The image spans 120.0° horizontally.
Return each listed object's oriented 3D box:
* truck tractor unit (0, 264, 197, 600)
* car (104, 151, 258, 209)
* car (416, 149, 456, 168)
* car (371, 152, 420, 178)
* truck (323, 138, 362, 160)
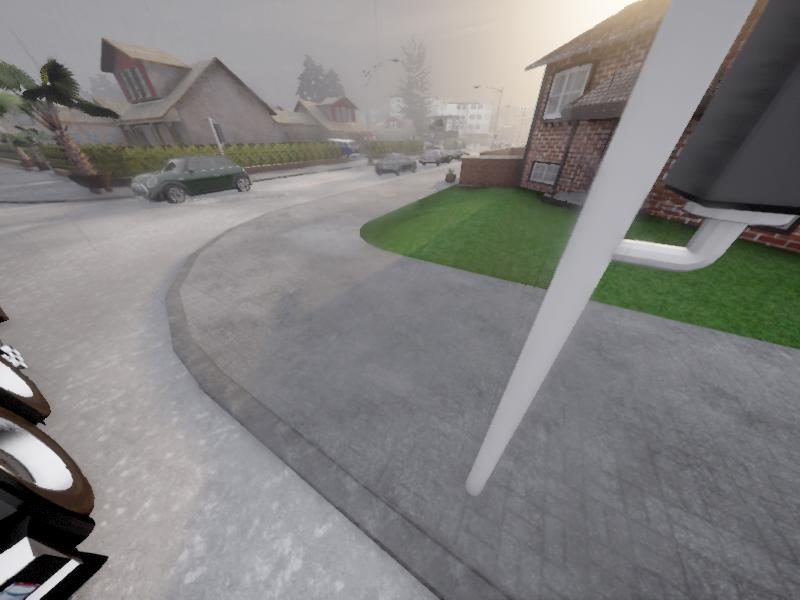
[{"bbox_3d":[-5.112,-0.300,0.780,6.516,4.208,3.053,18,39,24],"label":"truck tractor unit"},{"bbox_3d":[-9.760,-5.868,10.919,2.097,1.767,4.553,16,38,22],"label":"car"},{"bbox_3d":[3.788,-14.652,23.775,2.033,1.411,5.357,18,39,24],"label":"car"},{"bbox_3d":[-0.209,-10.722,18.187,1.994,1.385,4.181,16,38,22],"label":"car"},{"bbox_3d":[-7.420,-19.710,30.070,4.478,2.038,2.069,20,40,23],"label":"truck"}]
